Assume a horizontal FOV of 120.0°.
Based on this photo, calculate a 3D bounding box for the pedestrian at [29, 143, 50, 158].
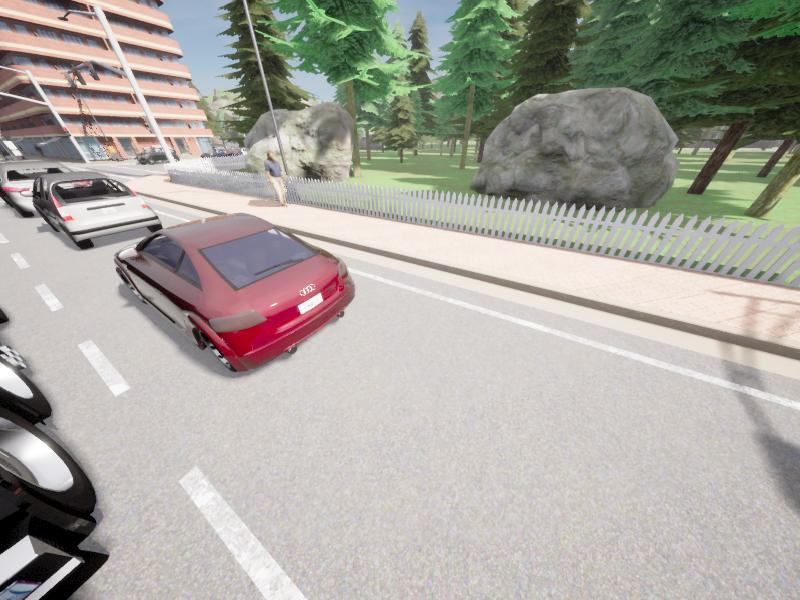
[{"bbox_3d":[-53.323,-22.088,34.175,0.751,1.860,0.751,18,39,24],"label":"pedestrian"}]

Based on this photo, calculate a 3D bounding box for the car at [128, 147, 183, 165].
[{"bbox_3d":[-27.809,-16.501,26.445,1.789,1.549,3.705,11,36,15],"label":"car"}]

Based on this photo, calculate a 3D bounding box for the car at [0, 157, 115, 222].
[{"bbox_3d":[-14.323,-4.608,9.259,4.611,1.667,2.242,19,39,25],"label":"car"}]

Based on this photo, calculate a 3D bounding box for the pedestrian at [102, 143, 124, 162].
[{"bbox_3d":[-33.514,-17.251,26.986,0.751,1.860,0.751,18,39,25],"label":"pedestrian"}]

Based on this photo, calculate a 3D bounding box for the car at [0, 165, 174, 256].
[{"bbox_3d":[-8.953,-2.771,6.637,3.988,1.617,1.851,18,39,25],"label":"car"}]

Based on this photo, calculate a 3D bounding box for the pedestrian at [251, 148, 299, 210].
[{"bbox_3d":[-4.431,-4.319,8.298,0.751,1.860,0.751,19,39,25],"label":"pedestrian"}]

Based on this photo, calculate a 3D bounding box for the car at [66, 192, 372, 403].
[{"bbox_3d":[-2.773,-0.593,3.674,4.181,1.385,1.994,20,40,26],"label":"car"}]

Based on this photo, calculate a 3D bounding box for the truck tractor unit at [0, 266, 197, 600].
[{"bbox_3d":[-5.114,-0.298,0.774,6.516,4.208,3.053,18,39,24],"label":"truck tractor unit"}]
